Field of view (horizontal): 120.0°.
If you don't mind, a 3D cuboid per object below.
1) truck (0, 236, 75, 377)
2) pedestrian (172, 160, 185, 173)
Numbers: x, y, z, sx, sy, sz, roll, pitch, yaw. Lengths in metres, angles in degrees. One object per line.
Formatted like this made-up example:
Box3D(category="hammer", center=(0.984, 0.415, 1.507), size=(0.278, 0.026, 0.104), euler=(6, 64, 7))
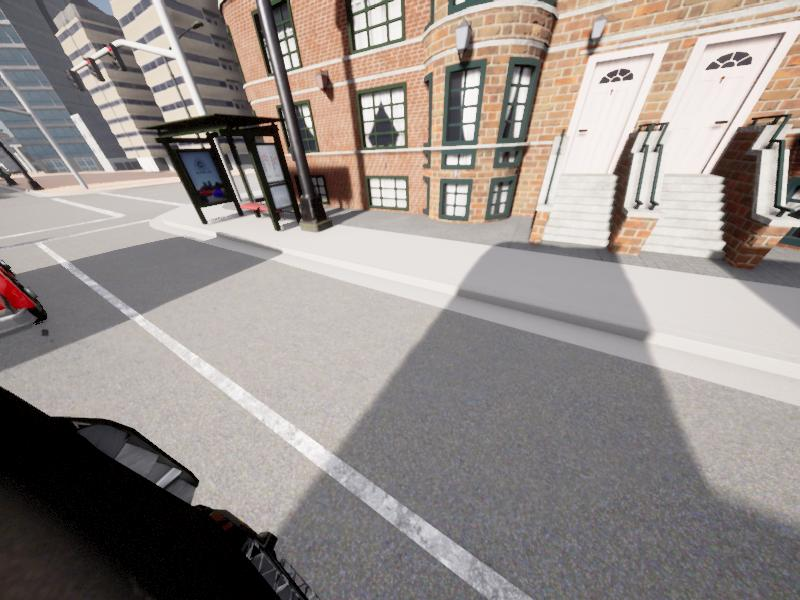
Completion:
Box3D(category="truck", center=(-7.695, -0.435, 2.980), size=(5.204, 2.467, 2.627), euler=(18, 39, 27))
Box3D(category="pedestrian", center=(-39.418, -23.733, 41.105), size=(0.751, 1.860, 0.751), euler=(11, 36, 20))
